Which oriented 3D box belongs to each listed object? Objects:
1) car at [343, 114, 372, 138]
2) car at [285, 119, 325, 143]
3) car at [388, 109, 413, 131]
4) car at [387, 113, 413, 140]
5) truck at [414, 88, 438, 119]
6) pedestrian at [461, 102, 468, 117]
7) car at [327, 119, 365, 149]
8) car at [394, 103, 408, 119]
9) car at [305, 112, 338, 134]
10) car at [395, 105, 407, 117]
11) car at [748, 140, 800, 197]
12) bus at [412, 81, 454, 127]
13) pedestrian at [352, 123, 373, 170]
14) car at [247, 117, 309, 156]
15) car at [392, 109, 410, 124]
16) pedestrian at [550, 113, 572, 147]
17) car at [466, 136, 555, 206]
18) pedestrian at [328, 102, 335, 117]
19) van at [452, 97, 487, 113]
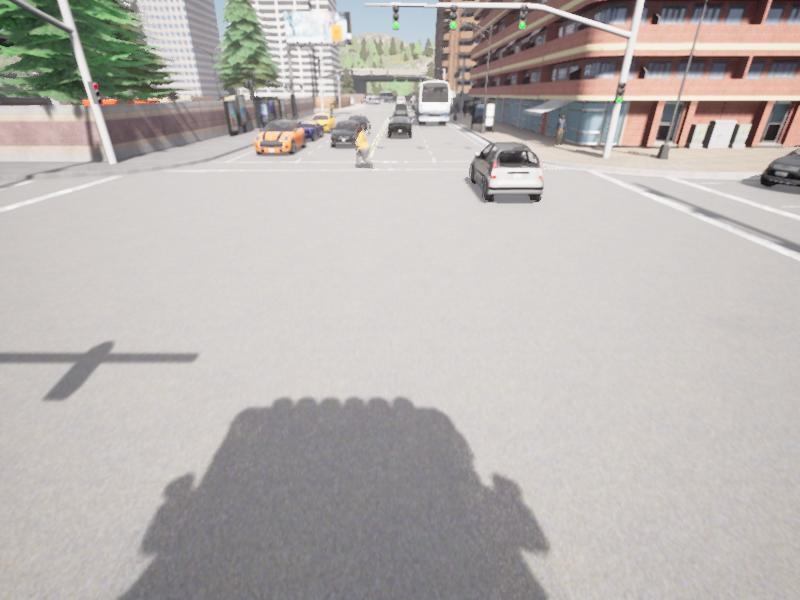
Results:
[{"bbox_3d":[-3.451,-14.433,33.056,1.837,1.490,4.892,0,27,0],"label":"car"},{"bbox_3d":[-6.959,-12.656,29.818,1.895,1.301,4.718,0,27,0],"label":"car"},{"bbox_3d":[0.062,-17.566,38.957,2.242,1.667,4.611,0,27,0],"label":"car"},{"bbox_3d":[0.022,-13.993,32.038,1.930,1.638,5.238,0,27,0],"label":"car"},{"bbox_3d":[3.612,-28.293,57.462,2.891,3.827,8.468,0,27,0],"label":"truck"},{"bbox_3d":[9.037,-26.519,55.767,0.751,1.860,0.751,2,27,4],"label":"pedestrian"},{"bbox_3d":[-3.463,-11.136,26.644,1.837,1.490,4.892,0,27,0],"label":"car"},{"bbox_3d":[0.102,-26.214,55.528,1.905,1.878,3.866,0,27,0],"label":"car"},{"bbox_3d":[-6.943,-15.933,35.927,1.882,1.535,5.008,0,27,0],"label":"car"},{"bbox_3d":[0.116,-29.226,61.741,1.801,1.575,5.366,0,27,0],"label":"car"},{"bbox_3d":[14.662,-4.607,13.756,3.705,1.549,1.789,-6,28,-11],"label":"car"},{"bbox_3d":[3.459,-22.390,45.513,3.944,4.253,10.273,0,27,0],"label":"bus"},{"bbox_3d":[-1.627,-6.750,17.634,0.751,1.860,0.751,0,27,1],"label":"pedestrian"},{"bbox_3d":[-6.973,-9.675,23.477,2.097,1.767,4.553,0,27,0],"label":"car"},{"bbox_3d":[0.089,-22.466,48.785,2.033,1.411,5.357,0,27,0],"label":"car"},{"bbox_3d":[9.756,-10.350,24.326,0.751,1.860,0.751,1,27,3],"label":"pedestrian"},{"bbox_3d":[3.501,-4.506,13.551,1.851,1.617,3.988,0,27,0],"label":"car"},{"bbox_3d":[-9.820,-27.430,57.544,0.751,1.860,0.751,1,27,1],"label":"pedestrian"},{"bbox_3d":[12.873,-36.343,74.467,5.915,2.561,1.988,0,27,0],"label":"van"}]
